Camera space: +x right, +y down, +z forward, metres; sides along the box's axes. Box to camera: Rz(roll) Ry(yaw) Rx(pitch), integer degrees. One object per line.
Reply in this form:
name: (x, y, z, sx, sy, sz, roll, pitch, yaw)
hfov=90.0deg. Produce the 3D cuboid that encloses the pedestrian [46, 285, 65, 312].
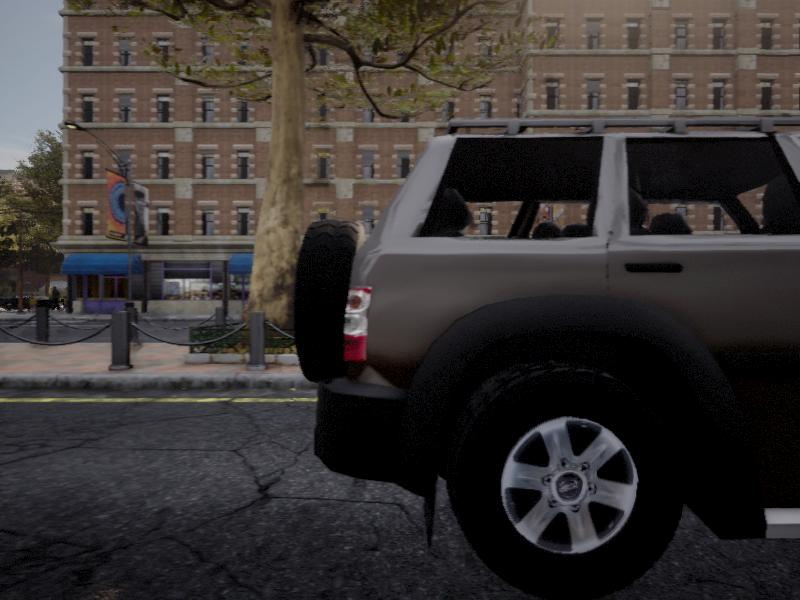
pedestrian: (-24.879, -0.106, 28.879, 0.751, 1.860, 0.751, 0, 0, 7)

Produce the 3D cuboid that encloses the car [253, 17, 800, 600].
car: (1.858, 0.054, 2.194, 4.605, 1.855, 1.932, 0, 0, 0)

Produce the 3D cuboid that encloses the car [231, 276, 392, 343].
car: (-2.073, 0.214, 10.196, 3.705, 1.549, 1.789, 0, 0, 0)

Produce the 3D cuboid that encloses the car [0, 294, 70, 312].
car: (-32.649, 0.234, 35.908, 1.882, 1.535, 5.008, 0, 0, -1)

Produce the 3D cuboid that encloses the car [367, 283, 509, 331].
car: (1.216, 0.228, 13.691, 4.514, 1.525, 2.007, 0, 0, 0)
